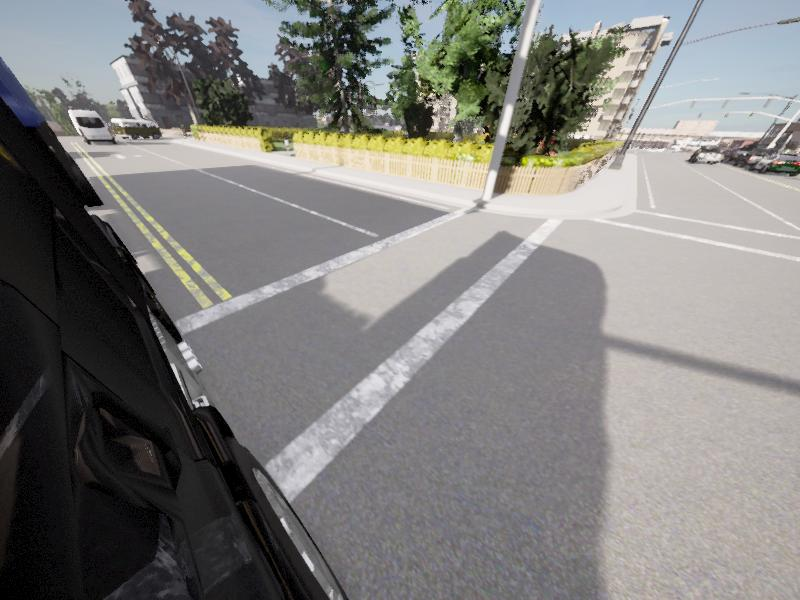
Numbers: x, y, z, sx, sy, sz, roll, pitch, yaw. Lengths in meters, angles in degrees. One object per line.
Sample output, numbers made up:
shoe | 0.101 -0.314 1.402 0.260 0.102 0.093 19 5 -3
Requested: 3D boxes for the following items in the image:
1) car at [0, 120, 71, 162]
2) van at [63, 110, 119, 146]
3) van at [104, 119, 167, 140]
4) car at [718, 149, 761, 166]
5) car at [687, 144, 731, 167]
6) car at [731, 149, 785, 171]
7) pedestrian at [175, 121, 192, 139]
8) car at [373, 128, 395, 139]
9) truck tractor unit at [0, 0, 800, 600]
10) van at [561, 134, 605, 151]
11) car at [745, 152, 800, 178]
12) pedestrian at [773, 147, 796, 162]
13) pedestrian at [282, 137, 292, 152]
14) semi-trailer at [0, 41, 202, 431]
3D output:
car | -22.072 -9.543 13.767 4.553 1.767 2.097 28 43 30
van | -29.971 -16.732 22.406 5.915 2.561 1.988 28 44 30
van | -32.879 -21.336 28.981 2.069 2.038 4.480 7 36 9
car | 41.701 -17.647 28.514 1.812 1.442 4.674 28 44 30
car | 35.430 -16.788 26.637 1.932 1.855 4.605 28 45 30
car | 37.449 -14.830 24.342 1.851 1.617 3.988 28 44 30
pedestrian | -27.865 -21.912 29.784 0.751 1.860 0.751 21 40 23
car | -3.885 -41.700 57.947 2.150 2.045 5.566 28 44 30
truck tractor unit | -2.645 -0.295 0.351 6.516 4.208 3.053 28 44 30
van | 37.270 -32.270 47.174 6.366 2.431 2.351 29 44 31
car | 33.250 -11.957 20.298 2.038 1.542 4.974 28 44 30
pedestrian | 60.464 -22.911 36.308 0.751 1.860 0.751 11 37 11
pedestrian | -9.948 -13.712 20.356 0.500 1.100 0.500 -7 38 -13
semi-trailer | -8.714 -3.573 4.243 14.254 4.402 2.717 28 43 30
